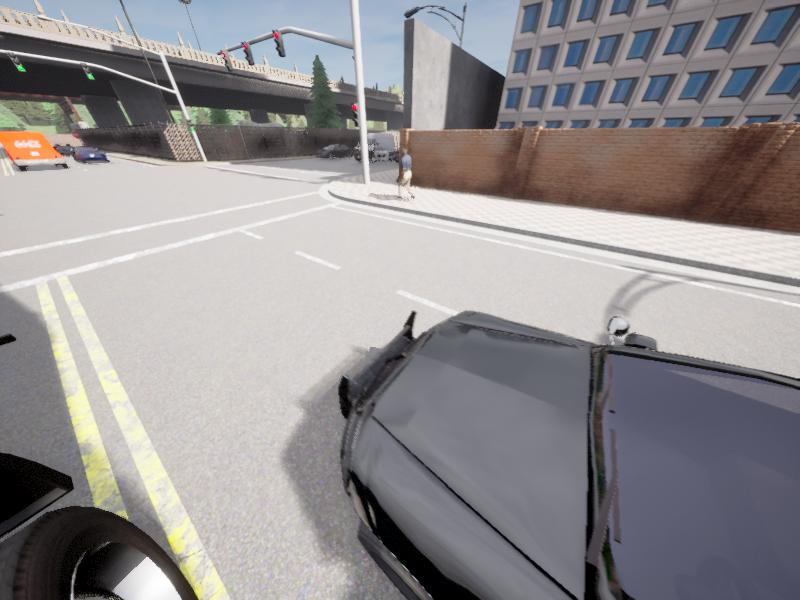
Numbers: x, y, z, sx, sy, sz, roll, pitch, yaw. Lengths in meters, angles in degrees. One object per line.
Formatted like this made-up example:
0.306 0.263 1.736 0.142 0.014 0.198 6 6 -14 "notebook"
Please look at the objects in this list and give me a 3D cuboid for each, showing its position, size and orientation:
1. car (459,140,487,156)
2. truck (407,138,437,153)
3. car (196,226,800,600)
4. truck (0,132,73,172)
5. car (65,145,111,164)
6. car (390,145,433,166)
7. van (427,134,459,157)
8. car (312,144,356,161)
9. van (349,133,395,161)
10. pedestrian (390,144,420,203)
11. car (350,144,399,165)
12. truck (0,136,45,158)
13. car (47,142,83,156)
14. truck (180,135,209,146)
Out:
10.838 -22.522 34.228 1.932 1.855 4.605 24 41 30 "car"
3.989 -27.535 41.098 2.390 2.098 6.274 22 41 28 "truck"
1.797 1.199 0.895 4.974 1.542 2.038 22 41 28 "car"
-30.089 -12.181 18.823 5.204 2.467 2.627 23 41 28 "truck"
-32.246 -15.078 23.860 4.181 1.385 1.994 22 41 28 "car"
1.236 -14.547 23.168 1.837 1.490 4.892 22 41 28 "car"
6.337 -22.618 33.758 1.988 2.561 5.915 22 41 28 "van"
-7.766 -17.722 27.600 1.837 1.490 4.892 22 41 28 "car"
-3.112 -18.438 27.750 1.988 2.561 5.915 22 41 28 "van"
0.179 -4.835 8.852 0.751 1.860 0.751 29 44 34 "pedestrian"
-2.466 -15.093 23.788 1.930 1.638 5.238 22 40 28 "car"
-47.829 -19.269 29.047 6.274 2.098 2.390 22 41 28 "truck"
-45.627 -20.579 31.464 3.806 1.475 1.970 22 41 28 "car"
-59.246 -46.165 66.793 2.627 2.467 5.204 23 41 28 "truck"
